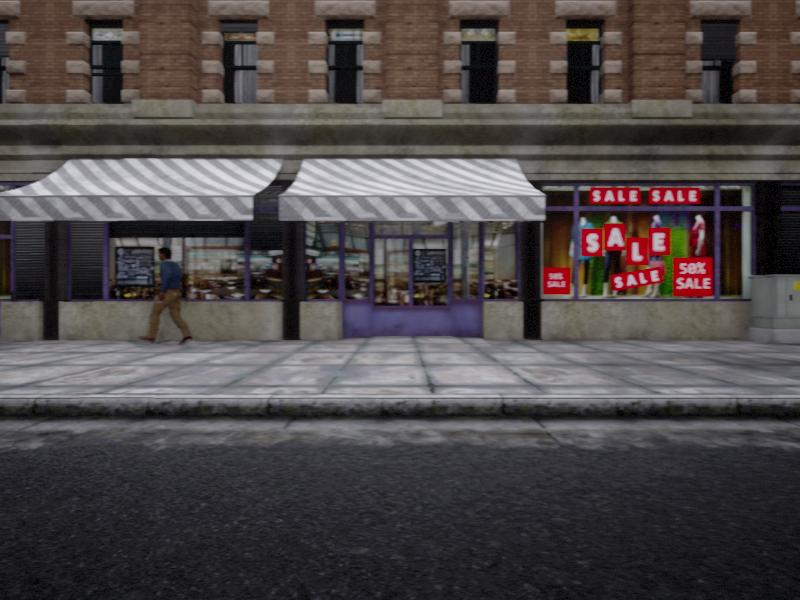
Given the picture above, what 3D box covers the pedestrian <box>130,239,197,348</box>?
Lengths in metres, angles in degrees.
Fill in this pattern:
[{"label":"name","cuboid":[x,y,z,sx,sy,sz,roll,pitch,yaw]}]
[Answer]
[{"label":"pedestrian","cuboid":[-4.259,-0.113,7.262,0.751,1.860,0.751,0,0,6]}]
